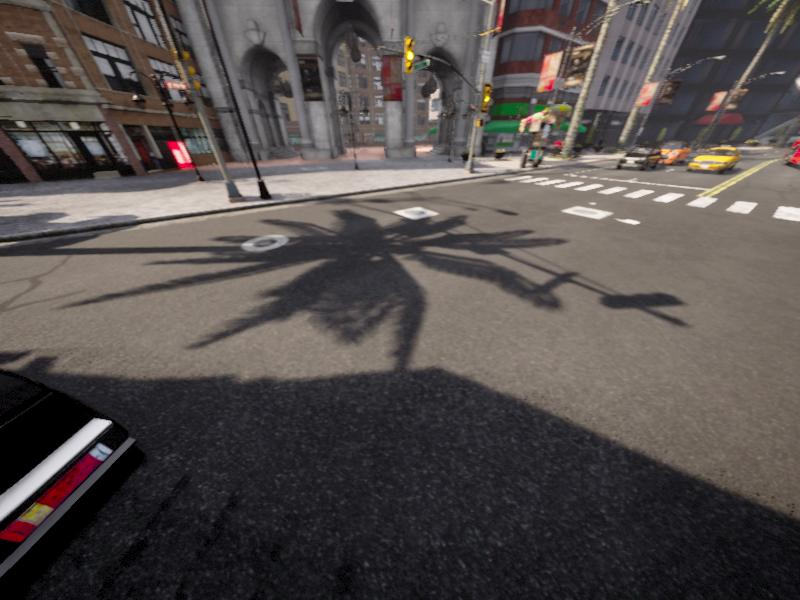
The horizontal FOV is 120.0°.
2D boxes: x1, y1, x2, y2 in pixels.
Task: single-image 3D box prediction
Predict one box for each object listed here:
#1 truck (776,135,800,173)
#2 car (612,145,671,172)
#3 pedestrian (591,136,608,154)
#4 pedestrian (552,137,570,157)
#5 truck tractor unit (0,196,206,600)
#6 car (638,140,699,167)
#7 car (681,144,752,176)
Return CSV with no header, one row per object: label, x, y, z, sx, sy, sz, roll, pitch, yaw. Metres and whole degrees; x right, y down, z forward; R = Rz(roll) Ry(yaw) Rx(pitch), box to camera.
truck,30.533,-10.967,15.628,8.468,3.827,2.891,-30,45,-35
car,18.415,-10.873,17.652,3.705,1.549,1.789,-22,40,-27
pedestrian,25.596,-19.852,29.644,0.751,1.860,0.751,-19,39,-24
pedestrian,18.072,-17.146,25.943,0.751,1.860,0.751,-16,38,-21
truck tractor unit,-5.359,0.136,0.169,6.516,4.208,3.053,4,36,5
car,23.763,-13.062,20.450,4.553,1.767,2.097,-21,40,-27
car,22.448,-10.021,16.362,5.366,1.575,1.801,-22,40,-27
